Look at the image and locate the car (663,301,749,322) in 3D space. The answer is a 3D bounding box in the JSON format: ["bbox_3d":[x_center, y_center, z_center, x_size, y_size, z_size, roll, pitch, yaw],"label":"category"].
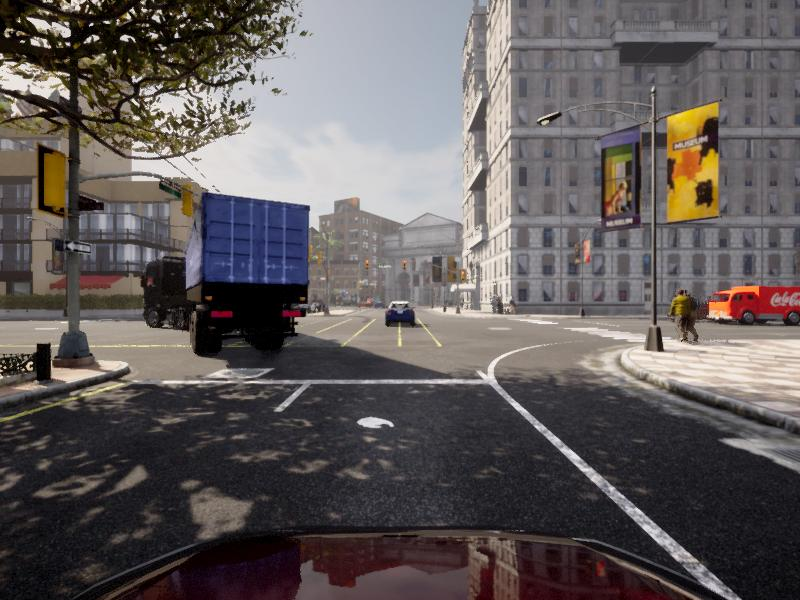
[{"bbox_3d":[22.330,0.844,29.310,4.892,1.490,1.837,0,0,0],"label":"car"}]

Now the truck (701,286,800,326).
[{"bbox_3d":[23.036,0.356,25.821,5.204,2.467,2.627,0,0,-1],"label":"truck"}]

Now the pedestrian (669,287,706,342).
[{"bbox_3d":[9.891,0.485,13.798,0.751,1.860,0.751,0,0,5],"label":"pedestrian"}]

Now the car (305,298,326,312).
[{"bbox_3d":[-11.485,0.651,54.488,1.932,1.855,4.605,0,0,0],"label":"car"}]

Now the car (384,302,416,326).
[{"bbox_3d":[0.009,0.853,26.513,1.970,1.475,3.806,0,0,0],"label":"car"}]

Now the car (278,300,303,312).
[{"bbox_3d":[-14.985,0.770,55.106,1.930,1.638,5.238,0,0,0],"label":"car"}]

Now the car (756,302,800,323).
[{"bbox_3d":[29.673,0.894,29.345,5.357,1.411,2.033,0,0,0],"label":"car"}]

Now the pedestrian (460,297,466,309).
[{"bbox_3d":[10.000,0.484,63.428,0.751,1.860,0.751,0,0,2],"label":"pedestrian"}]

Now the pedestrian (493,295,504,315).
[{"bbox_3d":[9.536,0.484,38.771,0.751,1.860,0.751,0,0,-9],"label":"pedestrian"}]

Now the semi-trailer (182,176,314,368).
[{"bbox_3d":[-6.993,-0.624,16.014,2.717,4.402,14.254,1,0,-30],"label":"semi-trailer"}]

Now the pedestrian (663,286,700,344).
[{"bbox_3d":[9.397,0.485,13.369,0.751,1.860,0.751,0,0,10],"label":"pedestrian"}]

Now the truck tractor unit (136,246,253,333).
[{"bbox_3d":[-11.556,-0.523,22.298,6.516,4.208,3.053,0,0,34],"label":"truck tractor unit"}]

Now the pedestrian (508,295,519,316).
[{"bbox_3d":[9.947,0.484,35.124,0.751,1.860,0.751,0,0,-5],"label":"pedestrian"}]
